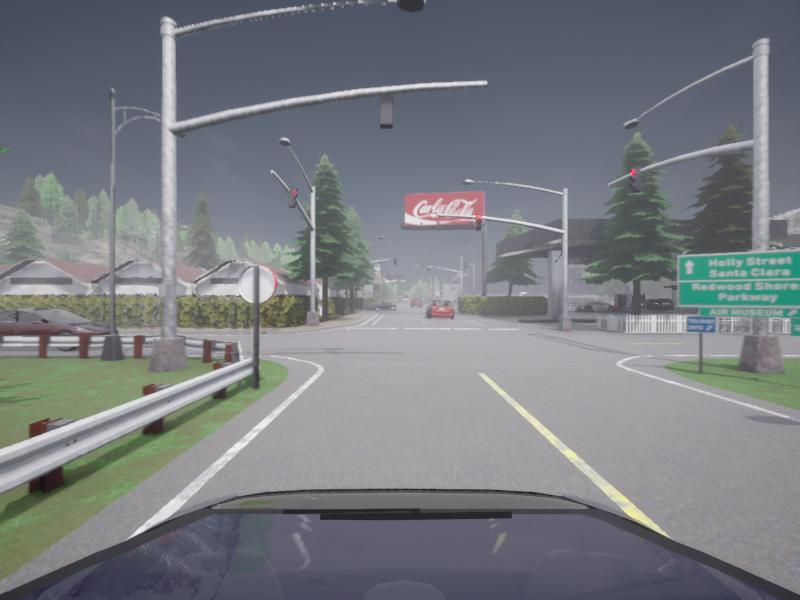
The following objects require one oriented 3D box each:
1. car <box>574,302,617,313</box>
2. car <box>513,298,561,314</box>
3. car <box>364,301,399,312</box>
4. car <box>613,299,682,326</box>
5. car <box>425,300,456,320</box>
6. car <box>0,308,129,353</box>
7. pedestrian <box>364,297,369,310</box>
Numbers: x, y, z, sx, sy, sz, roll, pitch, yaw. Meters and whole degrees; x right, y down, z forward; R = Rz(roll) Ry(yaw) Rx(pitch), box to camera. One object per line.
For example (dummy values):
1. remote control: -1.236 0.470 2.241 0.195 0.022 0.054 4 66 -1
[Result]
1. car: 26.987 1.030 55.372 4.974 1.542 2.038 0 0 0
2. car: 17.696 0.773 51.845 5.566 2.045 2.150 0 0 -1
3. car: -2.638 0.897 57.265 4.892 1.490 1.837 -1 4 -44
4. car: 17.845 0.855 28.986 3.866 1.878 1.905 0 0 0
5. car: 3.535 0.847 35.668 2.242 1.667 4.611 2 0 0
6. car: -13.086 1.046 14.693 4.792 1.488 2.163 0 0 1
7. pedestrian: -5.019 0.512 60.112 0.751 1.860 0.751 0 0 -11
